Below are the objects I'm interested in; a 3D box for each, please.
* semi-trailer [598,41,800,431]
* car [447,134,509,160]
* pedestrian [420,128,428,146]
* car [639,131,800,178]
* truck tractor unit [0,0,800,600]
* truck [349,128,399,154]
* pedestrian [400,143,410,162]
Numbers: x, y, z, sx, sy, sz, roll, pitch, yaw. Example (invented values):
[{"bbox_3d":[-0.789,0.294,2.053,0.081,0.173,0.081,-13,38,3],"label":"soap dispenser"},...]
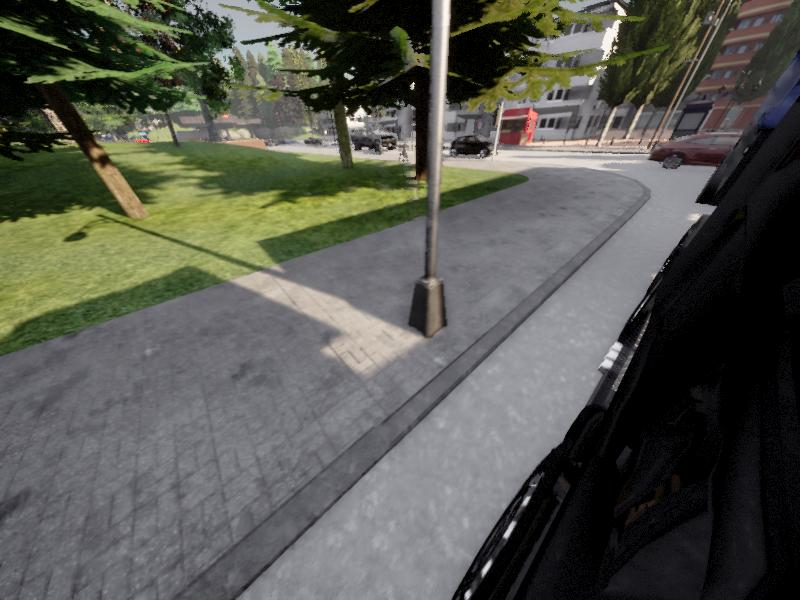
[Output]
[{"bbox_3d":[8.682,-3.621,4.236,14.254,4.402,2.717,-28,44,-30],"label":"semi-trailer"},{"bbox_3d":[6.015,-12.242,18.388,1.816,1.474,4.193,-29,44,-30],"label":"car"},{"bbox_3d":[3.028,-20.681,29.325,0.751,1.860,0.751,22,43,29],"label":"pedestrian"},{"bbox_3d":[14.453,-6.681,10.422,1.812,1.442,4.674,-29,44,-30],"label":"car"},{"bbox_3d":[2.645,-0.295,0.351,6.516,4.208,3.053,-28,44,-30],"label":"truck tractor unit"},{"bbox_3d":[-3.137,-18.505,26.842,2.390,2.098,6.274,-29,44,-30],"label":"truck"},{"bbox_3d":[0.358,-10.890,17.059,0.500,1.100,0.500,-22,41,-24],"label":"pedestrian"}]
